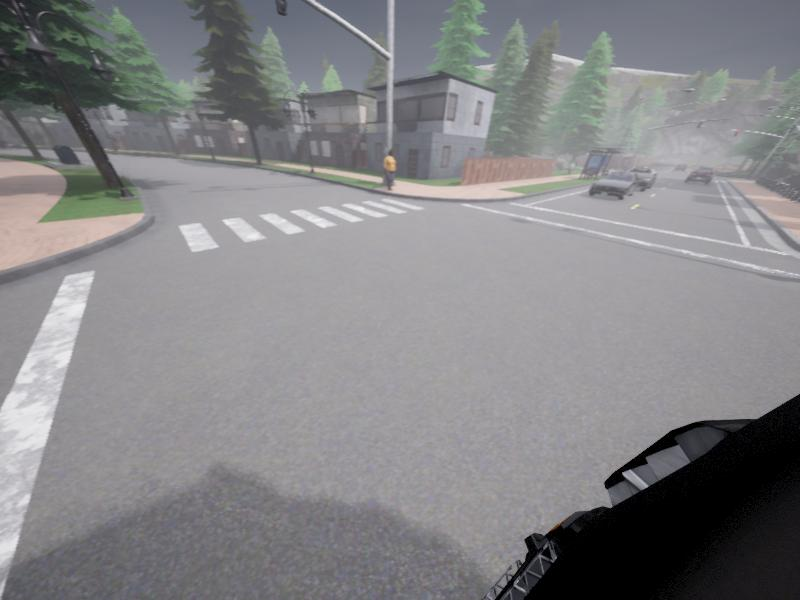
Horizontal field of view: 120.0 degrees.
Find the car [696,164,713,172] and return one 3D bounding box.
[{"bbox_3d":[81.635,-35.437,61.948,4.902,1.511,2.128,-24,42,-34],"label":"car"}]

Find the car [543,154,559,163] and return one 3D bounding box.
[{"bbox_3d":[39.574,-36.990,60.574,3.866,1.878,1.905,-25,43,-35],"label":"car"}]

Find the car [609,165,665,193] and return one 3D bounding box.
[{"bbox_3d":[19.836,-10.200,19.285,5.027,1.651,2.152,-24,42,-34],"label":"car"}]

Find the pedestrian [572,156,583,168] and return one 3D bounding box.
[{"bbox_3d":[32.911,-25.593,42.861,0.751,1.860,0.751,-24,42,-34],"label":"pedestrian"}]

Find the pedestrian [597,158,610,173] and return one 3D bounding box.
[{"bbox_3d":[30.051,-19.914,34.125,0.751,1.860,0.751,-27,44,-37],"label":"pedestrian"}]

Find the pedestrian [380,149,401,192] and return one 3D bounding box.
[{"bbox_3d":[-0.493,-6.663,11.914,0.751,1.860,0.751,-19,39,-29],"label":"pedestrian"}]

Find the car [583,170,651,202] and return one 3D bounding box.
[{"bbox_3d":[14.366,-7.639,15.237,5.357,1.411,2.033,-24,42,-34],"label":"car"}]

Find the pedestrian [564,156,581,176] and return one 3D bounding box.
[{"bbox_3d":[19.680,-15.317,26.447,0.751,1.860,0.751,-22,41,-32],"label":"pedestrian"}]

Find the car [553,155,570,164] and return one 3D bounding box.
[{"bbox_3d":[41.558,-36.045,59.292,4.605,1.855,1.932,-25,43,-35],"label":"car"}]

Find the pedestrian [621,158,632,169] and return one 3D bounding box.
[{"bbox_3d":[47.802,-28.825,48.822,0.751,1.860,0.751,7,34,7],"label":"pedestrian"}]

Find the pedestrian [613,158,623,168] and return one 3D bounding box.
[{"bbox_3d":[47.219,-29.696,50.090,0.751,1.860,0.751,-26,43,-36],"label":"pedestrian"}]

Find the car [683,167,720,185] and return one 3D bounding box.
[{"bbox_3d":[35.414,-14.617,27.153,4.974,1.542,2.038,-24,42,-34],"label":"car"}]

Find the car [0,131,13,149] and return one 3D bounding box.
[{"bbox_3d":[-50.135,-19.038,27.252,4.605,1.855,1.932,3,33,0],"label":"car"}]

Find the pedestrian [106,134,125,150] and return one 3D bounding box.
[{"bbox_3d":[-39.410,-21.883,32.024,0.751,1.860,0.751,-17,38,-27],"label":"pedestrian"}]
